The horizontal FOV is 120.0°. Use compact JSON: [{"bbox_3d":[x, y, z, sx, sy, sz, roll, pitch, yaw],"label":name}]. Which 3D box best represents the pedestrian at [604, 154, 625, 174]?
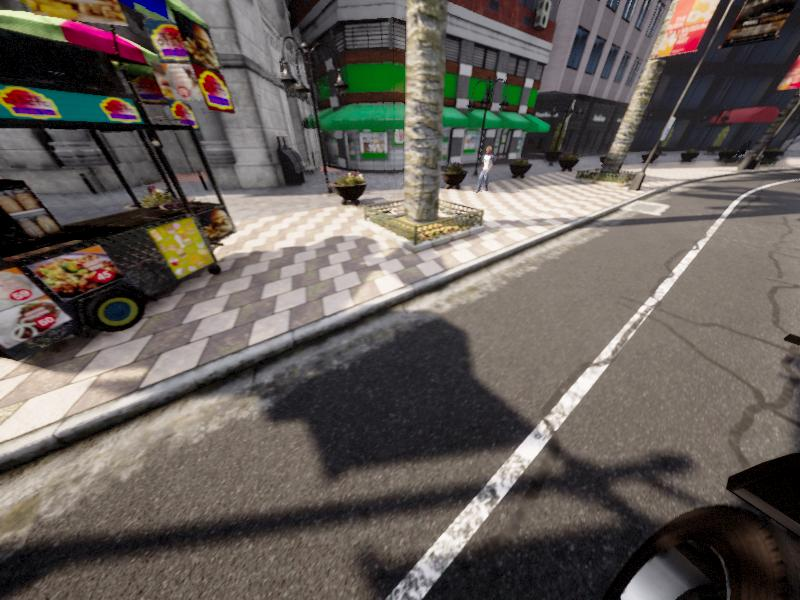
[{"bbox_3d":[14.421,-9.154,15.527,0.500,1.100,0.500,-18,39,-23],"label":"pedestrian"}]

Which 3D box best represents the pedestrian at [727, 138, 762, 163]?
[{"bbox_3d":[31.751,-13.783,21.314,0.751,1.860,0.751,-8,36,-10],"label":"pedestrian"}]

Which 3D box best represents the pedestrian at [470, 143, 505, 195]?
[{"bbox_3d":[3.701,-5.585,9.880,0.751,1.860,0.751,-23,41,-29],"label":"pedestrian"}]
